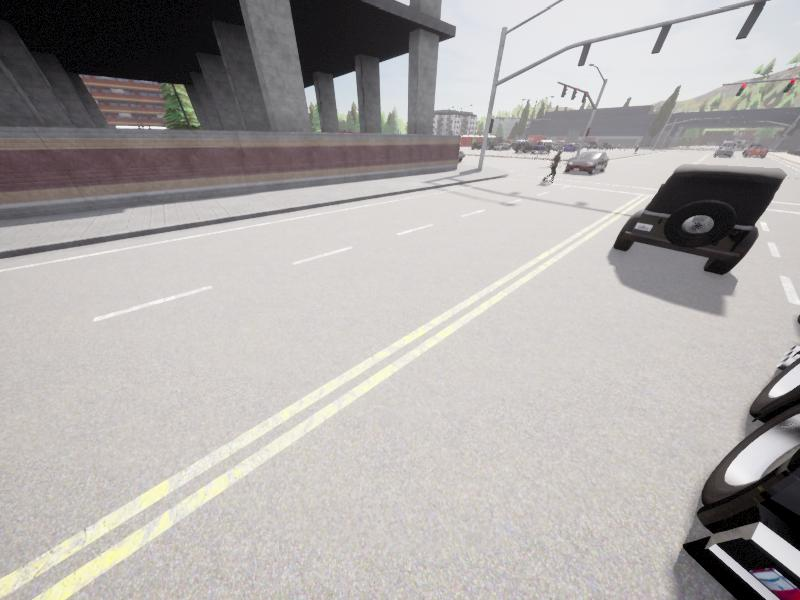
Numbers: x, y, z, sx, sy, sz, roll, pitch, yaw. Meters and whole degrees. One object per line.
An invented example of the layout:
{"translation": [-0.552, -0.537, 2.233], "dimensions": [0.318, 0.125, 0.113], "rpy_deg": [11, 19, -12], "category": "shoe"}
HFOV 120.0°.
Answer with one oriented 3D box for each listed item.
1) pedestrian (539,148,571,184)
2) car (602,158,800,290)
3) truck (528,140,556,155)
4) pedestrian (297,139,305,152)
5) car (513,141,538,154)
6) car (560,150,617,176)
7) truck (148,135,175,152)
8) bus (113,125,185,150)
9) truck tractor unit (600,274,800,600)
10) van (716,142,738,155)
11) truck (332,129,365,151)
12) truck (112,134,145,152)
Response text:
{"translation": [9.459, -8.211, 14.163], "dimensions": [0.751, 1.860, 0.751], "rpy_deg": [-16, 38, -22], "category": "pedestrian"}
{"translation": [6.875, -2.078, 5.370], "dimensions": [3.866, 1.878, 1.905], "rpy_deg": [-26, 43, -32], "category": "car"}
{"translation": [25.003, -26.879, 40.619], "dimensions": [4.478, 2.038, 2.069], "rpy_deg": [-26, 43, -32], "category": "truck"}
{"translation": [-18.420, -28.746, 42.955], "dimensions": [0.751, 1.860, 0.751], "rpy_deg": [-18, 39, -24], "category": "pedestrian"}
{"translation": [23.084, -28.052, 42.446], "dimensions": [4.605, 1.855, 1.932], "rpy_deg": [-26, 43, -32], "category": "car"}
{"translation": [15.632, -11.407, 19.113], "dimensions": [4.792, 1.488, 2.163], "rpy_deg": [-26, 43, -32], "category": "car"}
{"translation": [-44.296, -29.209, 42.981], "dimensions": [2.615, 2.467, 5.204], "rpy_deg": [-26, 43, -32], "category": "truck"}
{"translation": [-57.614, -37.602, 53.596], "dimensions": [10.273, 4.253, 3.944], "rpy_deg": [-26, 42, -32], "category": "bus"}
{"translation": [5.128, -0.284, 0.757], "dimensions": [6.516, 4.208, 3.053], "rpy_deg": [-18, 39, -23], "category": "truck tractor unit"}
{"translation": [66.661, -30.904, 47.093], "dimensions": [4.442, 1.987, 1.775], "rpy_deg": [-26, 43, -32], "category": "van"}
{"translation": [-11.447, -35.506, 51.290], "dimensions": [2.891, 3.827, 8.468], "rpy_deg": [-26, 43, -32], "category": "truck"}
{"translation": [-47.591, -27.631, 40.692], "dimensions": [2.615, 2.467, 5.204], "rpy_deg": [-26, 43, -32], "category": "truck"}
